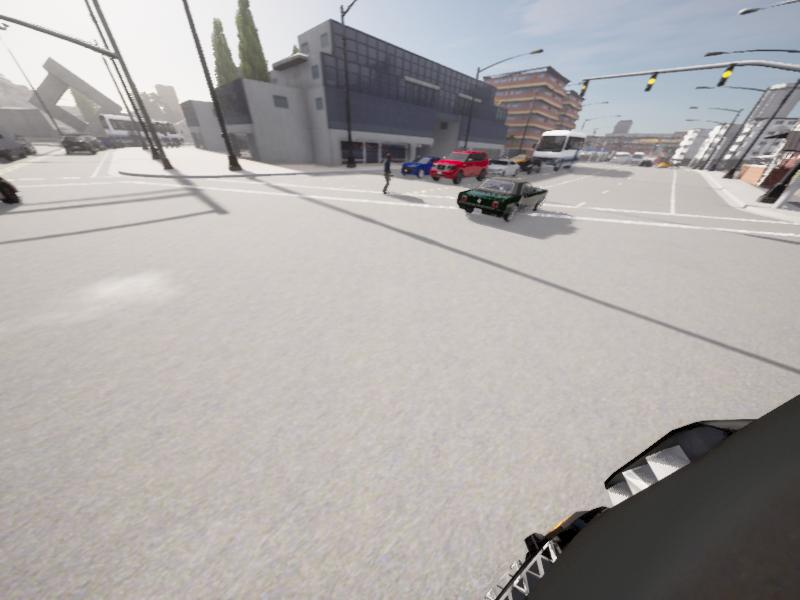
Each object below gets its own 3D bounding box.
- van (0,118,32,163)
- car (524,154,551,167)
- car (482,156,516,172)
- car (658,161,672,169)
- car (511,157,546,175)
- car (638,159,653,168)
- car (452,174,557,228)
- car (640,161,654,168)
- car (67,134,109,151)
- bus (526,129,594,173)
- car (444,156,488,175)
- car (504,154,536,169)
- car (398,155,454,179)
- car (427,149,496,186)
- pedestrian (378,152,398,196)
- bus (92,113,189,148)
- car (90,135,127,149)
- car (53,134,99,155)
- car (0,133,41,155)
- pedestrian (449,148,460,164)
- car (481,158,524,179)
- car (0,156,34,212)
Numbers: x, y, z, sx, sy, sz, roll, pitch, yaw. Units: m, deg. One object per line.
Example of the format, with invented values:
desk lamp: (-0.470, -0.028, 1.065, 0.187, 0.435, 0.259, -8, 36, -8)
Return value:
van: (-29.846, -11.588, 16.575, 1.988, 2.561, 5.915, -27, 44, -37)
car: (21.377, -21.712, 35.865, 4.674, 1.442, 1.812, -28, 45, -36)
car: (12.081, -16.602, 28.140, 4.181, 1.385, 1.994, -27, 44, -35)
car: (67.740, -34.487, 58.993, 5.008, 1.535, 1.882, -26, 43, -38)
car: (14.593, -15.210, 26.160, 4.193, 1.474, 1.816, -28, 45, -36)
car: (61.076, -33.881, 57.358, 5.008, 1.535, 1.882, -26, 44, -38)
car: (4.396, -4.251, 9.454, 4.718, 1.301, 1.895, -27, 44, -37)
car: (65.506, -36.004, 61.242, 4.181, 1.385, 1.994, -26, 44, -38)
car: (-38.293, -19.479, 28.513, 1.930, 1.638, 5.238, -22, 41, -33)
bus: (21.569, -20.023, 30.995, 10.273, 4.253, 3.944, -29, 45, -36)
car: (6.871, -13.886, 23.759, 4.892, 1.490, 1.837, -28, 44, -37)
car: (16.585, -19.118, 31.854, 5.008, 1.535, 1.882, -29, 45, -36)
car: (2.269, -11.507, 19.858, 5.008, 1.535, 1.882, -27, 44, -37)
car: (4.763, -10.253, 17.719, 5.566, 2.045, 2.150, -27, 44, -37)
pedestrian: (-0.625, -6.354, 11.655, 0.751, 1.860, 0.751, 12, 35, 13)
bus: (-46.622, -30.719, 42.303, 3.944, 4.253, 10.273, 20, 37, 21)
car: (-42.120, -22.907, 33.486, 1.816, 1.474, 4.193, -14, 37, -24)
car: (-33.716, -16.349, 24.197, 1.930, 1.638, 5.238, -27, 44, -37)
car: (-34.596, -13.976, 20.675, 3.633, 1.501, 1.845, 31, 42, 35)
pedestrian: (7.518, -19.900, 31.943, 0.751, 1.860, 0.751, -18, 39, -28)
car: (9.931, -12.710, 22.267, 4.674, 1.442, 1.812, -28, 45, -37)
car: (-12.719, -2.985, 6.071, 1.816, 1.474, 4.193, -20, 40, -30)
